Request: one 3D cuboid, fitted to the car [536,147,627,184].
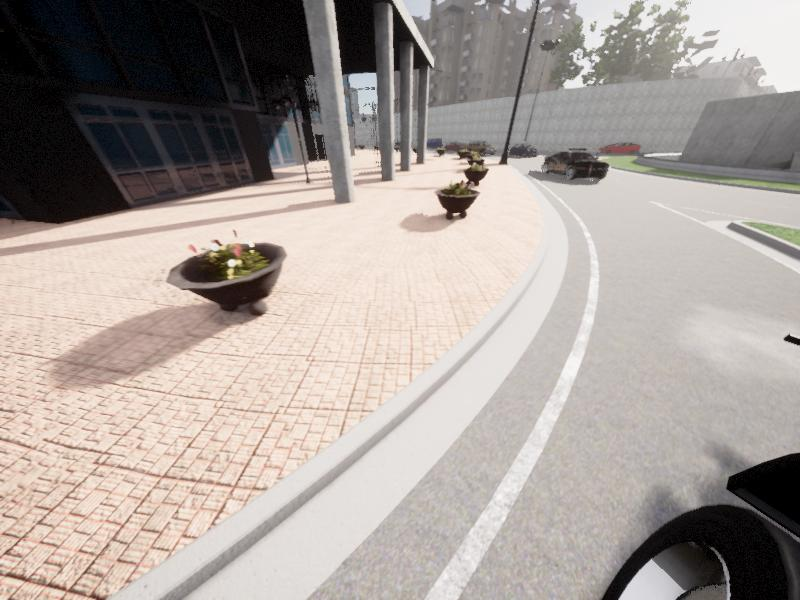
[{"bbox_3d":[11.240,-8.852,14.948,1.930,1.638,5.238,1,35,2],"label":"car"}]

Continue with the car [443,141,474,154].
[{"bbox_3d":[9.934,-26.418,39.891,2.152,1.651,5.027,-19,39,-24],"label":"car"}]

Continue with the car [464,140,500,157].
[{"bbox_3d":[11.163,-20.920,31.862,1.932,1.855,4.605,-15,38,-21],"label":"car"}]

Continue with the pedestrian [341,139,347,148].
[{"bbox_3d":[-12.968,-36.157,53.378,0.751,1.860,0.751,3,35,5],"label":"pedestrian"}]

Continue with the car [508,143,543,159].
[{"bbox_3d":[15.797,-18.932,29.306,1.845,1.501,3.633,-8,36,-11],"label":"car"}]

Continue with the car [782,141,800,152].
[{"bbox_3d":[64.545,-24.908,37.525,4.181,1.385,1.994,-22,40,-27],"label":"car"}]

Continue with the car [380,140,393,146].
[{"bbox_3d":[-4.255,-49.755,73.182,1.882,1.535,5.008,-21,40,-27],"label":"car"}]

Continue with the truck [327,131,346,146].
[{"bbox_3d":[-21.525,-54.633,78.248,2.891,3.827,8.468,-21,40,-27],"label":"truck"}]

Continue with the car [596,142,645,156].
[{"bbox_3d":[31.354,-21.665,33.058,4.514,1.525,2.007,12,37,17],"label":"car"}]

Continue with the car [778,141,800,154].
[{"bbox_3d":[58.079,-22.433,33.948,5.008,1.535,1.882,-21,40,-27],"label":"car"}]

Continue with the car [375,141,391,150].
[{"bbox_3d":[-3.869,-34.881,52.087,1.851,1.617,3.988,-21,40,-27],"label":"car"}]

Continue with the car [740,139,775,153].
[{"bbox_3d":[55.981,-24.146,36.177,4.553,1.767,2.097,-21,40,-27],"label":"car"}]

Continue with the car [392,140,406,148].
[{"bbox_3d":[-0.258,-42.683,63.124,1.851,1.617,3.988,-21,40,-27],"label":"car"}]

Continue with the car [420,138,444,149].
[{"bbox_3d":[7.320,-36.383,53.681,2.150,2.045,5.566,-21,40,-27],"label":"car"}]

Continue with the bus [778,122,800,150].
[{"bbox_3d":[75.427,-30.340,42.590,10.273,4.253,3.944,-22,40,-27],"label":"bus"}]
